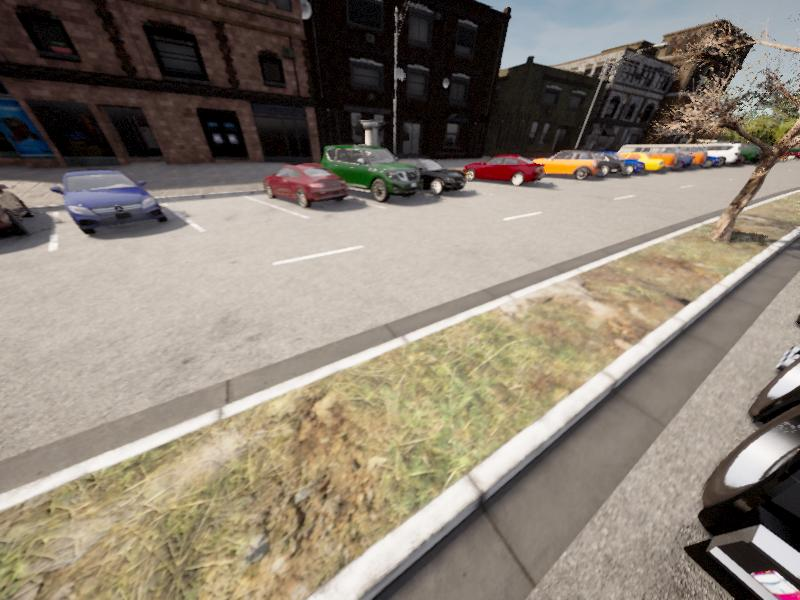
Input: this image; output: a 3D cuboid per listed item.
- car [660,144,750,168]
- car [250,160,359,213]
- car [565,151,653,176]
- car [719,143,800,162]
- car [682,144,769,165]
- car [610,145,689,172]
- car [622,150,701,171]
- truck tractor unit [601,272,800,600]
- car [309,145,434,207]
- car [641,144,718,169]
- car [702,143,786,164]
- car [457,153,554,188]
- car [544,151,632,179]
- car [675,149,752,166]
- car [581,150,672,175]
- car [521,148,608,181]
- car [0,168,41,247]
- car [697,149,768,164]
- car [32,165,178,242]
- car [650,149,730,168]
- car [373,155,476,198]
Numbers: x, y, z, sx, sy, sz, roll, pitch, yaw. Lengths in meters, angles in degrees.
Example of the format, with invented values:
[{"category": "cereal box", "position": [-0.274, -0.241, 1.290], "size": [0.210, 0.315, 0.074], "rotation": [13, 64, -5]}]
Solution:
[{"category": "car", "position": [33.387, -16.156, 25.704], "size": [5.566, 2.045, 2.435], "rotation": [28, 43, 35]}, {"category": "car", "position": [-4.167, -5.055, 9.930], "size": [4.674, 1.452, 2.002], "rotation": [26, 42, 33]}, {"category": "car", "position": [17.201, -11.449, 19.242], "size": [5.008, 1.535, 2.097], "rotation": [28, 43, 35]}, {"category": "car", "position": [49.636, -20.600, 32.225], "size": [5.566, 2.045, 2.435], "rotation": [28, 43, 35]}, {"category": "car", "position": [38.784, -17.643, 27.886], "size": [5.566, 2.045, 2.435], "rotation": [28, 43, 35]}, {"category": "car", "position": [22.689, -13.098, 21.261], "size": [4.442, 1.987, 1.878], "rotation": [28, 43, 35]}, {"category": "car", "position": [25.281, -13.689, 22.584], "size": [4.792, 1.488, 2.163], "rotation": [28, 43, 35]}, {"category": "truck tractor unit", "position": [5.120, -0.292, 0.765], "size": [6.516, 4.208, 3.053], "rotation": [-18, 39, -23]}, {"category": "car", "position": [-1.499, -6.116, 10.969], "size": [5.566, 2.045, 2.435], "rotation": [26, 42, 33]}, {"category": "car", "position": [28.096, -14.594, 23.457], "size": [4.442, 1.987, 1.878], "rotation": [28, 43, 35]}, {"category": "car", "position": [44.232, -19.114, 30.044], "size": [5.566, 2.045, 2.435], "rotation": [28, 43, 35]}, {"category": "car", "position": [6.455, -8.335, 14.670], "size": [5.008, 1.535, 2.097], "rotation": [27, 43, 34]}, {"category": "car", "position": [14.515, -10.672, 18.104], "size": [4.892, 1.521, 2.231], "rotation": [28, 43, 34]}, {"category": "car", "position": [36.108, -16.685, 26.926], "size": [5.008, 1.535, 2.097], "rotation": [28, 43, 35]}, {"category": "car", "position": [19.762, -12.273, 20.448], "size": [5.366, 1.575, 1.946], "rotation": [28, 43, 35]}, {"category": "car", "position": [11.830, -9.999, 16.890], "size": [4.553, 1.767, 2.185], "rotation": [27, 43, 34]}, {"category": "car", "position": [-12.039, -2.524, 6.222], "size": [4.674, 1.452, 2.002], "rotation": [25, 42, 32]}, {"category": "car", "position": [41.531, -18.136, 29.107], "size": [4.792, 1.488, 2.163], "rotation": [28, 43, 35]}, {"category": "car", "position": [-9.424, -3.380, 7.477], "size": [4.674, 1.452, 2.002], "rotation": [25, 41, 32]}, {"category": "car", "position": [30.709, -15.197, 24.743], "size": [5.008, 1.535, 2.097], "rotation": [28, 43, 35]}, {"category": "car", "position": [1.126, -6.736, 12.325], "size": [5.008, 1.535, 2.097], "rotation": [26, 42, 33]}]
